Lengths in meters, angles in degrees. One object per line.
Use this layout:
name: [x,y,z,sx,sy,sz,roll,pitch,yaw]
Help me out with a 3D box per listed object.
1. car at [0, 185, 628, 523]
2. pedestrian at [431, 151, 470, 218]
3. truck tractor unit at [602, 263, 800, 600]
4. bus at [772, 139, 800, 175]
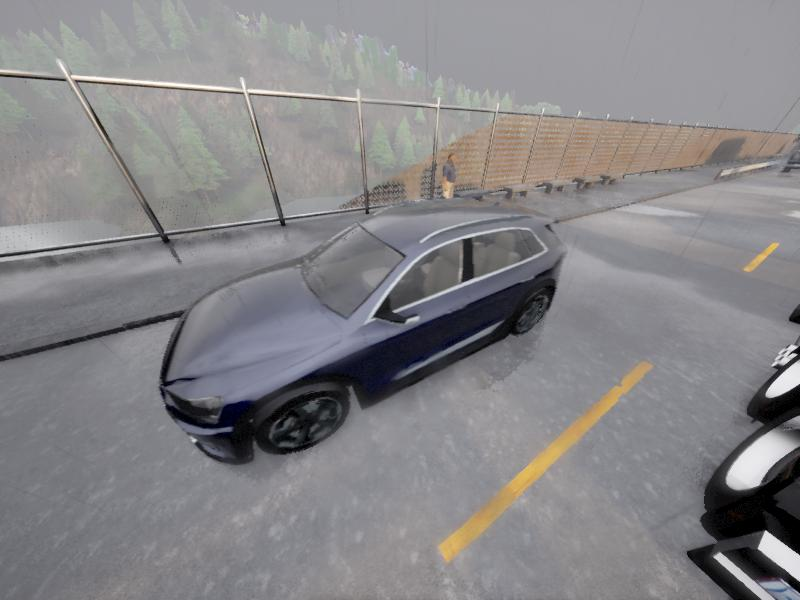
car: [0.101,-0.246,2.933,4.856,1.649,2.033,-18,39,-25]
pedestrian: [1.609,-3.778,7.585,0.751,1.860,0.751,30,44,35]
truck tractor unit: [5.108,-0.304,0.785,6.516,4.208,3.053,-18,39,-24]
bus: [36.903,-13.107,19.360,10.273,4.253,3.944,-20,40,-27]
